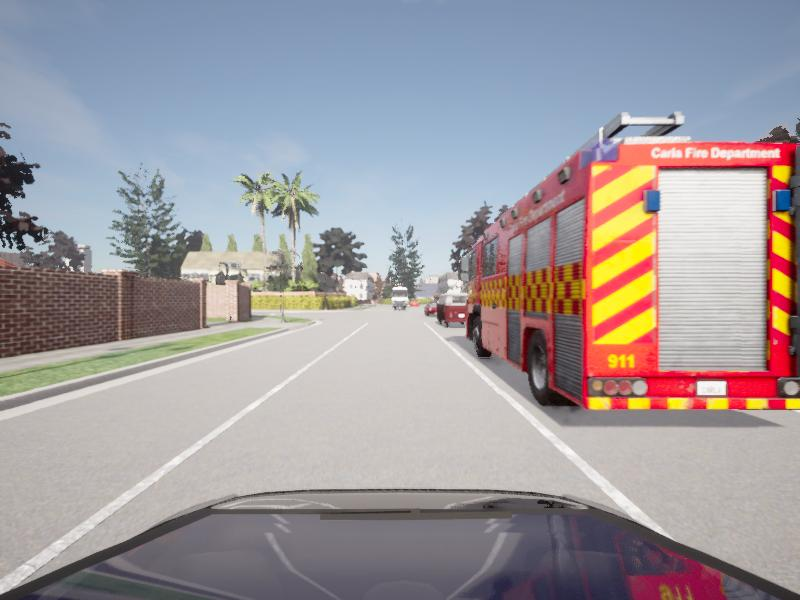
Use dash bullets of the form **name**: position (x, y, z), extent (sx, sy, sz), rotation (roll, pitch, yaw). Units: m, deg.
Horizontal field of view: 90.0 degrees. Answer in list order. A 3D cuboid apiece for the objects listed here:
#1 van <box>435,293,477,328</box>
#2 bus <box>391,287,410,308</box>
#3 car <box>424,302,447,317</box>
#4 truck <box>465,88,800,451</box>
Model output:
- **van**: position (3.343, 0.600, 24.513), extent (1.775, 1.987, 4.442), rotation (0, 0, -2)
- **bus**: position (0.094, -0.527, 85.764), extent (3.944, 4.253, 10.273), rotation (0, 0, 0)
- **car**: position (3.493, 0.929, 40.346), extent (1.895, 1.301, 4.718), rotation (1, 0, 0)
- **truck**: position (3.470, -0.320, 8.458), extent (2.891, 3.827, 8.468), rotation (0, 0, 0)
